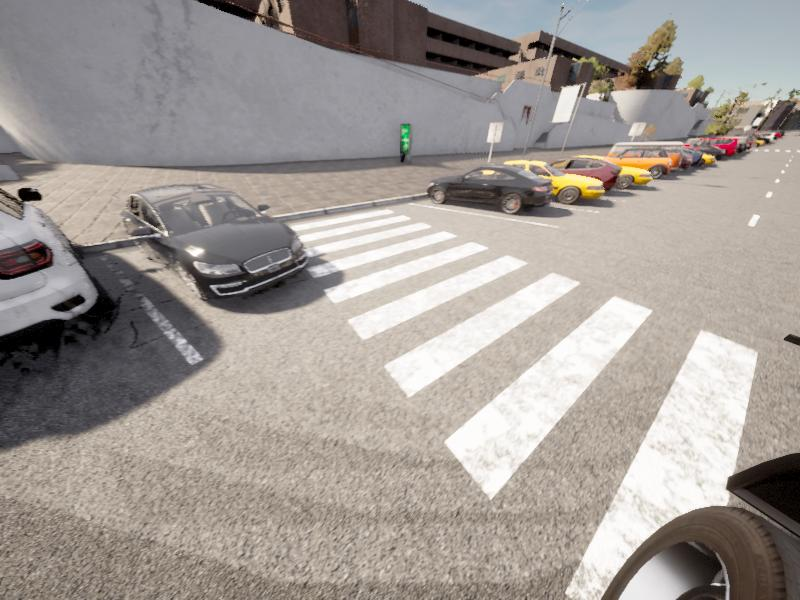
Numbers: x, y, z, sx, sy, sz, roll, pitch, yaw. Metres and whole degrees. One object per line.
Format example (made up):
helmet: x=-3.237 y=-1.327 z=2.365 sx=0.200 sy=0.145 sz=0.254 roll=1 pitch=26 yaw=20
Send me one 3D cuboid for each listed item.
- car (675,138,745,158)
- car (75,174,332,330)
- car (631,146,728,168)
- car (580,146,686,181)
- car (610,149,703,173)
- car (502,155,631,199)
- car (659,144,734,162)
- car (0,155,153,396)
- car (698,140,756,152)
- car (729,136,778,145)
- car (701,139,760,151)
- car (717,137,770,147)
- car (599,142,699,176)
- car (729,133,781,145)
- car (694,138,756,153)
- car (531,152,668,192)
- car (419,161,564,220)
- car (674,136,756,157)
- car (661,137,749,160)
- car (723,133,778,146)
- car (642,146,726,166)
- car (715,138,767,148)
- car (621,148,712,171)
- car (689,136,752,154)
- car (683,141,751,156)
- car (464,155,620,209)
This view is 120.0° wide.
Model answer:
car: x=37.595 y=-18.591 z=28.235 sx=4.442 sy=1.987 sz=1.878 roll=21 pitch=40 yaw=29
car: x=-4.049 y=-1.502 z=4.768 sx=4.892 sy=1.521 sz=2.231 roll=21 pitch=40 yaw=29
car: x=25.433 y=-13.323 z=21.426 sx=5.366 sy=1.575 sz=1.946 roll=21 pitch=40 yaw=29
car: x=15.520 y=-9.483 z=15.854 sx=4.553 sy=1.767 sz=2.185 roll=21 pitch=40 yaw=28
car: x=20.389 y=-11.340 z=18.751 sx=4.674 sy=1.452 sz=2.002 roll=21 pitch=40 yaw=29
car: x=8.141 y=-6.419 z=11.771 sx=4.792 sy=1.488 sz=2.163 roll=21 pitch=40 yaw=29
car: x=32.614 y=-16.371 z=25.682 sx=4.674 sy=1.452 sz=2.002 roll=21 pitch=41 yaw=29
car: x=-6.520 y=-0.718 z=3.233 sx=5.566 sy=2.045 sz=2.435 roll=21 pitch=40 yaw=29
car: x=49.718 y=-23.502 z=35.311 sx=4.674 sy=1.452 sz=2.002 roll=21 pitch=41 yaw=29
car: x=76.918 y=-34.813 z=50.396 sx=5.366 sy=1.575 sz=1.946 roll=21 pitch=41 yaw=29
car: x=52.202 y=-24.533 z=36.682 sx=4.792 sy=1.488 sz=2.163 roll=21 pitch=40 yaw=29
car: x=66.773 y=-30.779 z=45.059 sx=5.366 sy=1.575 sz=1.946 roll=21 pitch=41 yaw=29
car: x=18.044 y=-10.533 z=17.161 sx=4.442 sy=1.987 sz=1.878 roll=21 pitch=40 yaw=29
car: x=79.195 y=-36.126 z=51.722 sx=5.566 sy=2.045 sz=2.435 roll=21 pitch=41 yaw=29
car: x=47.295 y=-22.611 z=33.829 sx=4.553 sy=1.767 sz=2.185 roll=21 pitch=41 yaw=29
car: x=10.763 y=-7.364 z=13.054 sx=5.366 sy=1.575 sz=1.946 roll=21 pitch=40 yaw=29
car: x=3.282 y=-4.431 z=8.964 sx=4.674 sy=1.452 sz=2.002 roll=21 pitch=40 yaw=29
car: x=39.965 y=-19.659 z=29.638 sx=5.566 sy=2.045 sz=2.435 roll=21 pitch=40 yaw=29
car: x=35.025 y=-17.634 z=26.908 sx=5.566 sy=2.045 sz=2.435 roll=21 pitch=41 yaw=29
car: x=71.870 y=-32.984 z=47.583 sx=5.566 sy=2.045 sz=2.435 roll=21 pitch=40 yaw=29
car: x=27.749 y=-14.349 z=22.902 sx=4.792 sy=1.488 sz=2.163 roll=21 pitch=40 yaw=29
car: x=62.035 y=-28.636 z=42.215 sx=4.792 sy=1.488 sz=2.163 roll=21 pitch=40 yaw=29
car: x=22.806 y=-12.355 z=20.153 sx=4.792 sy=1.488 sz=2.163 roll=21 pitch=40 yaw=29
car: x=44.728 y=-21.719 z=32.466 sx=4.442 sy=1.987 sz=1.878 roll=21 pitch=41 yaw=29
car: x=42.391 y=-20.476 z=31.163 sx=4.892 sy=1.521 sz=2.231 roll=21 pitch=41 yaw=29
car: x=5.876 y=-5.397 z=10.253 sx=5.366 sy=1.575 sz=1.946 roll=21 pitch=40 yaw=29
